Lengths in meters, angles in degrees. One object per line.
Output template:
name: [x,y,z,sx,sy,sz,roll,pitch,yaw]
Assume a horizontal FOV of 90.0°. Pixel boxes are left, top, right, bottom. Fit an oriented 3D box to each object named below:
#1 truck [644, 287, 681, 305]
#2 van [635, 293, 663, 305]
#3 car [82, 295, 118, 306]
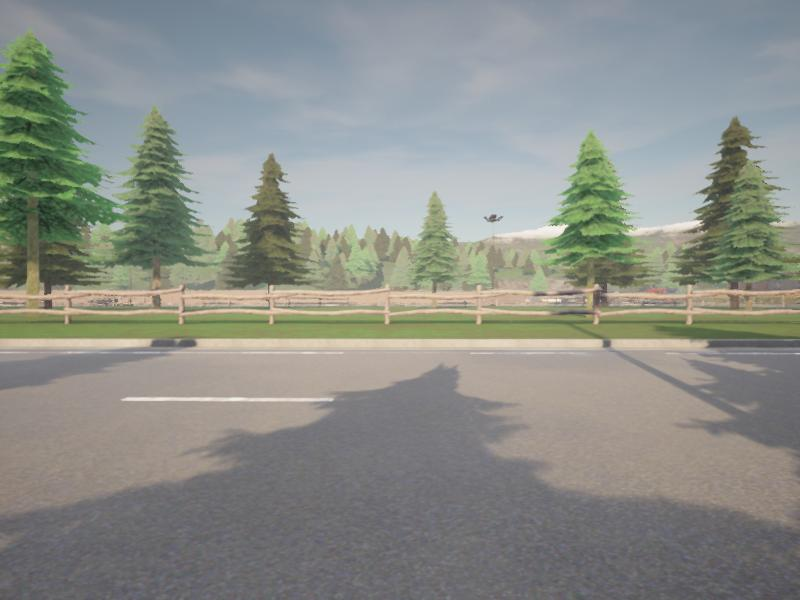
truck: [58.708,-0.951,89.713,2.891,3.827,8.468,0,0,1]
van: [55.191,-0.252,88.724,2.351,2.431,6.366,0,0,1]
car: [-50.431,0.079,67.363,4.605,1.855,1.932,0,0,1]
